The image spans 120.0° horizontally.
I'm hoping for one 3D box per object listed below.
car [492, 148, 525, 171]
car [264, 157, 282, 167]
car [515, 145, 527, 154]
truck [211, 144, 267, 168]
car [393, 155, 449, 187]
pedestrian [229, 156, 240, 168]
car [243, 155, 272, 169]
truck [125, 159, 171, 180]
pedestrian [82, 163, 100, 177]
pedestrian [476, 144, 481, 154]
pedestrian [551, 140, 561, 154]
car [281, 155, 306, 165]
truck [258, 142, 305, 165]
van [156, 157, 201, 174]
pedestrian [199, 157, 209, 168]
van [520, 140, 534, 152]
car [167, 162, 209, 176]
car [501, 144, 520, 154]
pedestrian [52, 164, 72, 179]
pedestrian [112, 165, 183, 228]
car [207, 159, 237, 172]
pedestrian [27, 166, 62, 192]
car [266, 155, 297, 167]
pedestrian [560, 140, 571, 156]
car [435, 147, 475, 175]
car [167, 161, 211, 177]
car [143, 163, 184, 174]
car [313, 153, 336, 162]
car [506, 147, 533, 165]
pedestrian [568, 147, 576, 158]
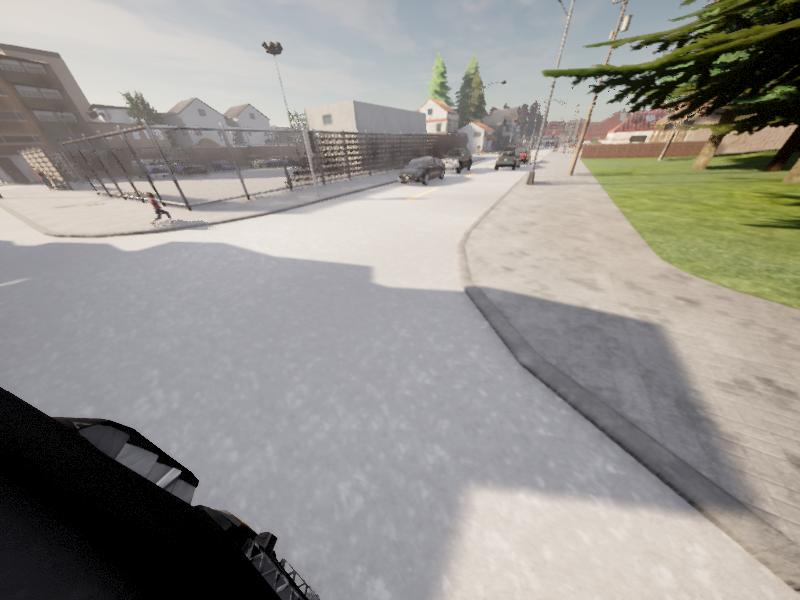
[{"bbox_3d":[10.016,-12.948,21.228,1.851,1.617,3.988,16,38,26],"label":"car"},{"bbox_3d":[-21.411,-23.241,38.992,2.207,1.379,1.481,16,38,26],"label":"car"},{"bbox_3d":[27.940,-34.832,53.344,1.816,1.474,4.193,16,38,26],"label":"car"},{"bbox_3d":[-33.147,-30.102,48.074,2.891,3.827,8.468,16,38,26],"label":"truck"},{"bbox_3d":[1.630,-9.094,16.141,1.837,1.490,4.892,16,38,25],"label":"car"},{"bbox_3d":[-30.565,-25.476,42.732,0.751,1.860,0.751,-6,34,-5],"label":"pedestrian"},{"bbox_3d":[-23.250,-22.558,37.721,3.866,1.878,1.905,16,38,26],"label":"car"},{"bbox_3d":[-30.737,-15.974,28.218,4.478,2.038,2.069,16,38,26],"label":"truck"},{"bbox_3d":[-47.819,-20.147,35.764,0.751,1.860,0.751,10,36,18],"label":"pedestrian"},{"bbox_3d":[16.497,-31.627,48.394,0.751,1.860,0.751,10,36,18],"label":"pedestrian"},{"bbox_3d":[26.381,-25.901,39.059,0.751,1.860,0.751,20,40,30],"label":"pedestrian"},{"bbox_3d":[-19.920,-26.234,43.321,4.193,1.474,1.816,16,38,26],"label":"car"},{"bbox_3d":[-26.020,-32.727,51.503,2.891,3.827,8.468,16,38,26],"label":"truck"},{"bbox_3d":[-36.059,-21.980,37.760,2.069,2.038,4.480,16,38,26],"label":"van"},{"bbox_3d":[-40.532,-28.527,47.854,0.751,1.860,0.751,19,39,29],"label":"pedestrian"},{"bbox_3d":[33.841,-41.087,61.462,2.351,2.431,6.366,16,38,26],"label":"van"},{"bbox_3d":[-28.597,-17.637,31.128,5.357,1.415,2.033,16,38,26],"label":"car"},{"bbox_3d":[22.513,-30.663,47.009,1.789,1.549,3.705,27,44,37],"label":"car"},{"bbox_3d":[-48.802,-18.508,33.372,0.751,1.860,0.751,13,37,23],"label":"pedestrian"},{"bbox_3d":[-8.636,-3.561,7.987,0.751,1.860,0.751,15,37,25],"label":"pedestrian"},{"bbox_3d":[-26.610,-20.110,34.592,3.633,1.501,1.845,16,38,26],"label":"car"},{"bbox_3d":[-30.613,-10.411,19.896,0.751,1.860,0.751,16,38,26],"label":"pedestrian"},{"bbox_3d":[-20.876,-24.535,40.712,4.611,1.667,2.242,16,38,26],"label":"car"},{"bbox_3d":[23.823,-21.911,33.244,0.751,1.860,0.751,13,37,22],"label":"pedestrian"},{"bbox_3d":[4.992,-12.511,20.688,1.932,1.855,4.605,16,38,26],"label":"car"},{"bbox_3d":[-28.348,-17.769,31.179,1.789,1.547,3.705,16,38,26],"label":"car"},{"bbox_3d":[-39.933,-22.285,39.100,1.994,1.385,4.181,16,38,26],"label":"car"},{"bbox_3d":[-19.465,-36.704,59.540,5.366,1.575,1.801,-14,35,-17],"label":"car"},{"bbox_3d":[13.397,-16.105,25.802,2.007,1.525,4.514,15,38,25],"label":"car"},{"bbox_3d":[21.694,-18.637,29.162,0.500,1.100,0.500,14,37,23],"label":"pedestrian"}]
